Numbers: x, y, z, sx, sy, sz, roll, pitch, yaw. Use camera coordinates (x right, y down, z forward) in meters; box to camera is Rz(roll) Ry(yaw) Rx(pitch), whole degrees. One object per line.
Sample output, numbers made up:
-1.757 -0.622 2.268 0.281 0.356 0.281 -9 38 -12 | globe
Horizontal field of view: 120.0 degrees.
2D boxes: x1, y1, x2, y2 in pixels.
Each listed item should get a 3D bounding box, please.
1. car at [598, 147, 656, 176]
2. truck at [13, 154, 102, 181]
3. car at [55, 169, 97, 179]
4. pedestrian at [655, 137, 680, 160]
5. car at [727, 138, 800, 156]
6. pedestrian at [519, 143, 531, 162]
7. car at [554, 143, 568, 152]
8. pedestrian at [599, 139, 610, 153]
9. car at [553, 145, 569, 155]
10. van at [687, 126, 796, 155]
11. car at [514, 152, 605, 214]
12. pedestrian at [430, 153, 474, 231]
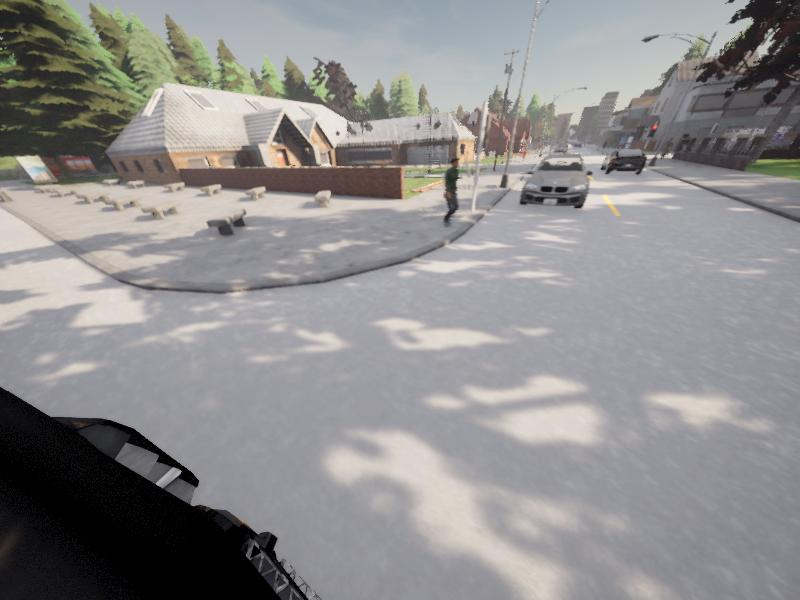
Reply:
16.159 -10.135 16.775 1.882 1.535 5.008 16 38 26 | car
-65.010 -25.521 44.272 2.891 3.827 8.468 16 38 26 | truck
-61.162 -23.847 43.675 1.994 1.385 4.181 16 38 26 | car
26.332 -14.928 22.780 0.751 1.860 0.751 16 38 26 | pedestrian
38.711 -15.769 23.816 5.357 1.411 2.033 17 38 27 | car
14.958 -17.583 27.623 0.751 1.860 0.751 17 38 27 | pedestrian
35.791 -33.839 51.332 2.163 1.488 4.792 16 38 26 | car
33.677 -25.308 38.003 0.751 1.860 0.751 22 41 33 | pedestrian
29.025 -27.078 41.678 1.994 1.385 4.181 16 38 26 | car
39.238 -18.510 26.992 6.366 2.431 2.351 16 38 26 | van
6.600 -5.125 9.752 2.242 1.667 4.611 16 38 26 | car
1.422 -3.028 6.528 0.751 1.860 0.751 -26 40 -31 | pedestrian
